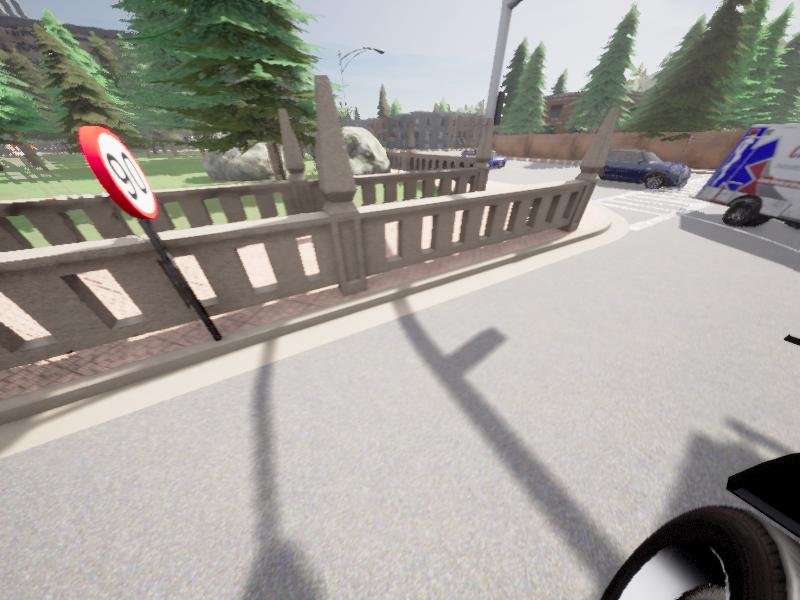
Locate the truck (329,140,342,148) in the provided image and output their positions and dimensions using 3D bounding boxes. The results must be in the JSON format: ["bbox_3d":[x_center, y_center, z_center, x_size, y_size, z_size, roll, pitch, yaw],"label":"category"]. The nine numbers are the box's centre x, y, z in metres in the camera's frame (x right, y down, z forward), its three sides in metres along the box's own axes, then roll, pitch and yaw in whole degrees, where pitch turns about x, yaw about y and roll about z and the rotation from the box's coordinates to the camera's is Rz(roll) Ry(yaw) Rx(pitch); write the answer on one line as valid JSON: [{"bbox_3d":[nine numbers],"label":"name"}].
[{"bbox_3d":[-20.845,-50.320,74.485,2.390,2.098,6.274,-18,39,-23],"label":"truck"}]

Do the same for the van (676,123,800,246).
[{"bbox_3d":[10.921,-2.319,5.100,2.351,2.431,6.366,9,36,3],"label":"van"}]

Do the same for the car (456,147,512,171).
[{"bbox_3d":[7.423,-12.905,21.017,2.007,1.525,4.514,-18,39,-23],"label":"car"}]

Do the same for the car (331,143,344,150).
[{"bbox_3d":[-17.071,-42.091,63.171,1.837,1.490,4.892,-18,39,-23],"label":"car"}]

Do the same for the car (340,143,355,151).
[{"bbox_3d":[-12.985,-37.922,57.115,1.882,1.535,5.008,-18,39,-23],"label":"car"}]

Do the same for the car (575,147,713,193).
[{"bbox_3d":[13.016,-7.393,12.813,2.097,1.767,4.553,-19,39,-24],"label":"car"}]

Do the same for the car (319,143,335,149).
[{"bbox_3d":[-22.383,-47.251,70.715,2.033,1.411,5.357,-28,43,-33],"label":"car"}]
